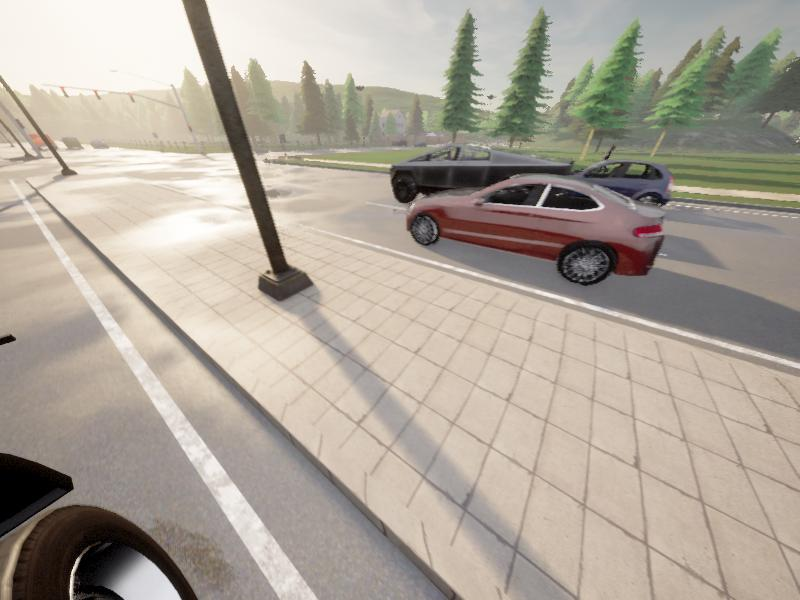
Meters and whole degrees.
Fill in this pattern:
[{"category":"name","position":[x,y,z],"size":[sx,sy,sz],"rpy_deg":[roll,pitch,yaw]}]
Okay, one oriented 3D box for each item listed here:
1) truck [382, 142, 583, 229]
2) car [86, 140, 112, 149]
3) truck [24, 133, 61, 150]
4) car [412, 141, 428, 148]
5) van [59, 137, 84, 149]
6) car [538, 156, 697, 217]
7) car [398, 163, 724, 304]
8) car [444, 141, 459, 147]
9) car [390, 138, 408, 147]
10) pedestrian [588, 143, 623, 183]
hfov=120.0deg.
[{"category":"truck","position":[2.586,-4.599,8.633],"size":[6.274,2.098,2.390],"rpy_deg":[22,40,27]},{"category":"car","position":[-62.877,-32.478,48.233],"size":[5.357,1.411,2.033],"rpy_deg":[21,40,27]},{"category":"truck","position":[-66.812,-29.592,43.183],"size":[5.204,2.467,2.627],"rpy_deg":[21,40,27]},{"category":"car","position":[5.418,-41.805,61.948],"size":[1.837,1.490,4.892],"rpy_deg":[22,41,28]},{"category":"van","position":[-65.431,-31.284,46.015],"size":[4.442,1.987,1.775],"rpy_deg":[21,40,27]},{"category":"car","position":[8.105,-4.657,9.188],"size":[3.988,1.617,1.851],"rpy_deg":[22,40,27]},{"category":"car","position":[2.634,-1.947,5.287],"size":[5.027,1.651,2.152],"rpy_deg":[22,40,27]},{"category":"car","position":[15.371,-46.475,68.708],"size":[2.128,1.511,4.902],"rpy_deg":[22,41,28]},{"category":"car","position":[-0.163,-44.485,65.239],"size":[2.150,2.045,5.566],"rpy_deg":[22,41,28]},{"category":"pedestrian","position":[11.483,-7.669,12.963],"size":[0.751,1.860,0.751],"rpy_deg":[20,40,26]}]
